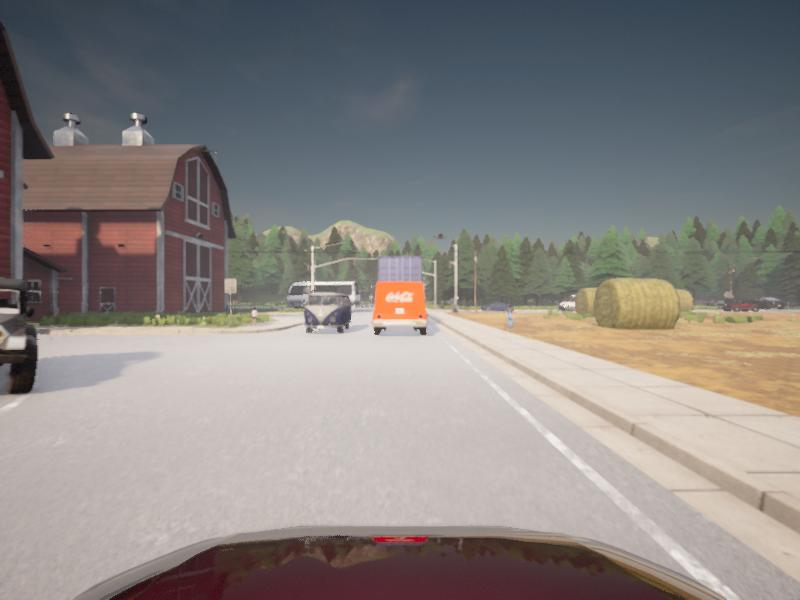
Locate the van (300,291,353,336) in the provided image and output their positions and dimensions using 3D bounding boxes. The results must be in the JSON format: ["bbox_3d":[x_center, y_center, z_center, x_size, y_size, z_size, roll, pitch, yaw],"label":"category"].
[{"bbox_3d":[-3.503,0.605,19.843,1.775,1.987,4.442,0,0,0],"label":"van"}]

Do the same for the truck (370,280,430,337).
[{"bbox_3d":[0.001,0.366,20.016,2.627,2.467,5.204,0,0,0],"label":"truck"}]

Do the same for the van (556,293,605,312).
[{"bbox_3d":[25.259,0.372,56.116,5.915,2.561,1.988,0,0,1],"label":"van"}]

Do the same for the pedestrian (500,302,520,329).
[{"bbox_3d":[5.515,0.772,20.076,0.751,1.300,0.751,0,0,33],"label":"pedestrian"}]

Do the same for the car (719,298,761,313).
[{"bbox_3d":[44.343,0.692,52.270,3.866,1.878,1.905,0,0,1],"label":"car"}]

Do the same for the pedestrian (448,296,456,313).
[{"bbox_3d":[5.653,0.504,43.343,0.751,1.860,0.751,0,0,3],"label":"pedestrian"}]

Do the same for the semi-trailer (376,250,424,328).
[{"bbox_3d":[0.002,-0.608,29.660,2.717,4.402,14.254,0,0,0],"label":"semi-trailer"}]

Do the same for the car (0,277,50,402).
[{"bbox_3d":[-7.664,0.491,7.112,1.905,1.878,3.866,8,-3,-42],"label":"car"}]

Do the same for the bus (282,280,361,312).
[{"bbox_3d":[-11.005,-0.495,56.920,10.273,4.253,3.944,0,-1,7],"label":"bus"}]

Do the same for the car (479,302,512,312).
[{"bbox_3d":[13.461,0.954,56.325,4.181,1.385,1.994,0,0,1],"label":"car"}]

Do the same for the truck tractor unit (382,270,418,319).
[{"bbox_3d":[0.009,-0.509,37.576,3.053,4.208,6.516,0,0,0],"label":"truck tractor unit"}]

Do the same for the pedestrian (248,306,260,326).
[{"bbox_3d":[-7.996,0.873,21.891,0.500,1.100,0.500,0,0,-4],"label":"pedestrian"}]

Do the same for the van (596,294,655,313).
[{"bbox_3d":[29.514,0.423,52.535,6.366,2.431,2.351,0,0,1],"label":"van"}]
